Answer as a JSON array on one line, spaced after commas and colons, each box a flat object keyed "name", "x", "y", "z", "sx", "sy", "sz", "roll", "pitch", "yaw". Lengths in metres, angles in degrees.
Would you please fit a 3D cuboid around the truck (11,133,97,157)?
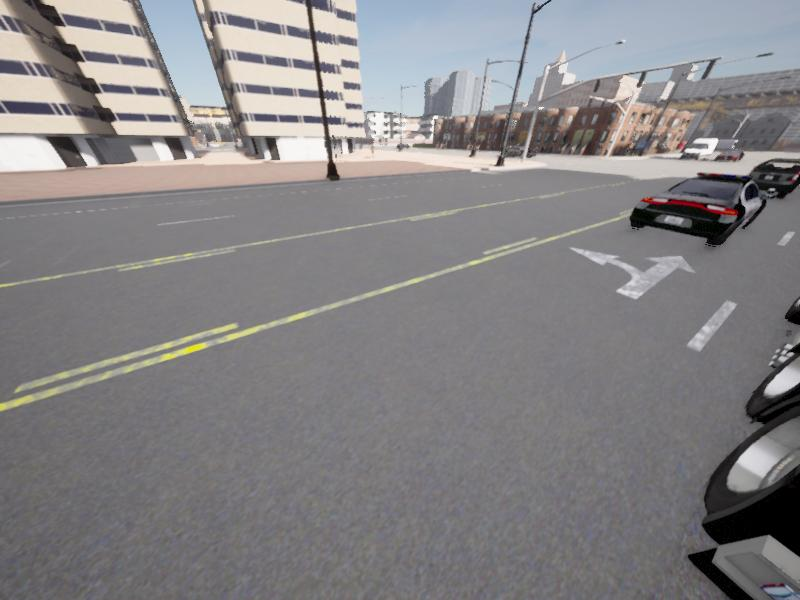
[{"name": "truck", "x": -69.653, "y": -31.571, "z": 46.996, "sx": 8.468, "sy": 3.827, "sz": 2.891, "roll": -19, "pitch": 39, "yaw": -27}]

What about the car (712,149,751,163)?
[{"name": "car", "x": 44.622, "y": -19.457, "z": 31.134, "sx": 4.181, "sy": 1.385, "sz": 1.994, "roll": -18, "pitch": 39, "yaw": -25}]

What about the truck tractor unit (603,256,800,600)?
[{"name": "truck tractor unit", "x": 5.096, "y": -0.316, "z": 0.797, "sx": 6.516, "sy": 4.208, "sz": 3.053, "roll": -19, "pitch": 39, "yaw": -25}]

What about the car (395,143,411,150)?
[{"name": "car", "x": 0.871, "y": -43.657, "z": 65.496, "sx": 2.128, "sy": 1.511, "sz": 4.902, "roll": -19, "pitch": 39, "yaw": -25}]

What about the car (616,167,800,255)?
[{"name": "car", "x": 9.260, "y": -2.942, "z": 6.960, "sx": 4.974, "sy": 1.542, "sz": 2.038, "roll": -18, "pitch": 39, "yaw": -25}]

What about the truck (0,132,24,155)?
[{"name": "truck", "x": -84.202, "y": -31.230, "z": 46.092, "sx": 8.468, "sy": 3.827, "sz": 2.891, "roll": -19, "pitch": 39, "yaw": -27}]

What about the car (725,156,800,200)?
[{"name": "car", "x": 19.413, "y": -6.405, "z": 11.959, "sx": 3.988, "sy": 1.617, "sz": 1.851, "roll": -19, "pitch": 39, "yaw": -25}]

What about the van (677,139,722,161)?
[{"name": "van", "x": 43.570, "y": -21.913, "z": 33.634, "sx": 5.915, "sy": 2.561, "sz": 1.988, "roll": -19, "pitch": 39, "yaw": -25}]

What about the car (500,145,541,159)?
[{"name": "car", "x": 18.574, "y": -22.985, "z": 35.775, "sx": 1.930, "sy": 1.638, "sz": 5.238, "roll": -19, "pitch": 39, "yaw": -25}]

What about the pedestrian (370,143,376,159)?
[{"name": "pedestrian", "x": -3.949, "y": -21.733, "z": 33.665, "sx": 0.751, "sy": 1.860, "sz": 0.751, "roll": -8, "pitch": 36, "yaw": -12}]
